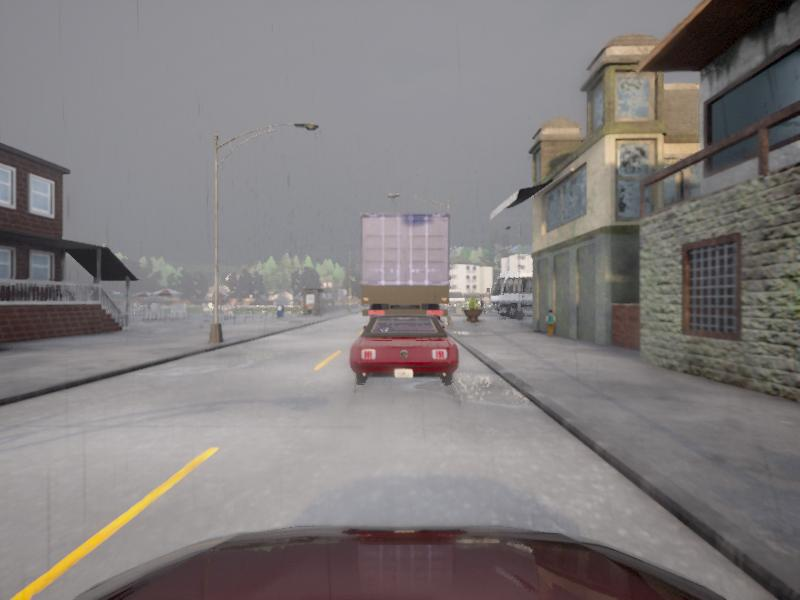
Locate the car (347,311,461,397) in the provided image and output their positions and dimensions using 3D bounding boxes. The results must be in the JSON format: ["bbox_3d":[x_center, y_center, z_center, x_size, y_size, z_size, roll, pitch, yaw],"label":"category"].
[{"bbox_3d":[0.091,0.959,8.997,1.895,1.301,4.718,0,0,1],"label":"car"}]

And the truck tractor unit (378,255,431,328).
[{"bbox_3d":[0.299,-0.484,26.285,3.053,4.208,6.516,0,0,1],"label":"truck tractor unit"}]

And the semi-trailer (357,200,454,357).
[{"bbox_3d":[0.218,-0.591,18.374,2.717,4.402,14.254,0,0,1],"label":"semi-trailer"}]

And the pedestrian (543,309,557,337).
[{"bbox_3d":[6.211,0.938,16.556,0.500,1.100,0.500,0,0,24],"label":"pedestrian"}]

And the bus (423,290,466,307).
[{"bbox_3d":[11.060,-0.400,99.333,10.273,4.253,3.944,0,0,1],"label":"bus"}]

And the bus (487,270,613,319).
[{"bbox_3d":[13.649,-0.482,37.338,10.273,4.253,3.944,0,0,0],"label":"bus"}]
